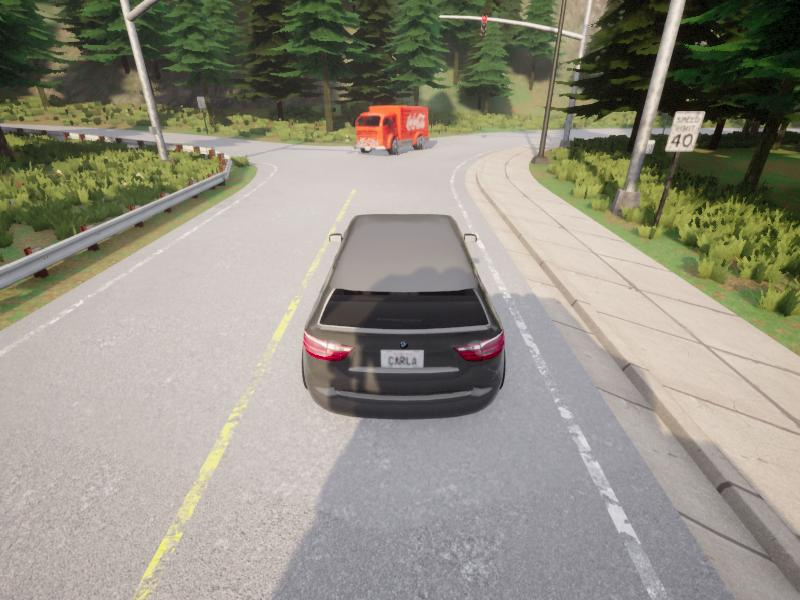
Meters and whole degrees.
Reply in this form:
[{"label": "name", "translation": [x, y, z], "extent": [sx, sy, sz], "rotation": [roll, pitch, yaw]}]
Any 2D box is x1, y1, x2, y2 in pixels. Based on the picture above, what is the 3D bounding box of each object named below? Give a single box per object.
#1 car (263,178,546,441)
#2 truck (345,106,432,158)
[{"label": "car", "translation": [0.043, -0.416, 5.592], "extent": [2.242, 1.667, 4.611], "rotation": [0, 27, 0]}, {"label": "truck", "translation": [-0.472, -9.839, 23.102], "extent": [2.627, 2.467, 5.204], "rotation": [14, 29, 26]}]
